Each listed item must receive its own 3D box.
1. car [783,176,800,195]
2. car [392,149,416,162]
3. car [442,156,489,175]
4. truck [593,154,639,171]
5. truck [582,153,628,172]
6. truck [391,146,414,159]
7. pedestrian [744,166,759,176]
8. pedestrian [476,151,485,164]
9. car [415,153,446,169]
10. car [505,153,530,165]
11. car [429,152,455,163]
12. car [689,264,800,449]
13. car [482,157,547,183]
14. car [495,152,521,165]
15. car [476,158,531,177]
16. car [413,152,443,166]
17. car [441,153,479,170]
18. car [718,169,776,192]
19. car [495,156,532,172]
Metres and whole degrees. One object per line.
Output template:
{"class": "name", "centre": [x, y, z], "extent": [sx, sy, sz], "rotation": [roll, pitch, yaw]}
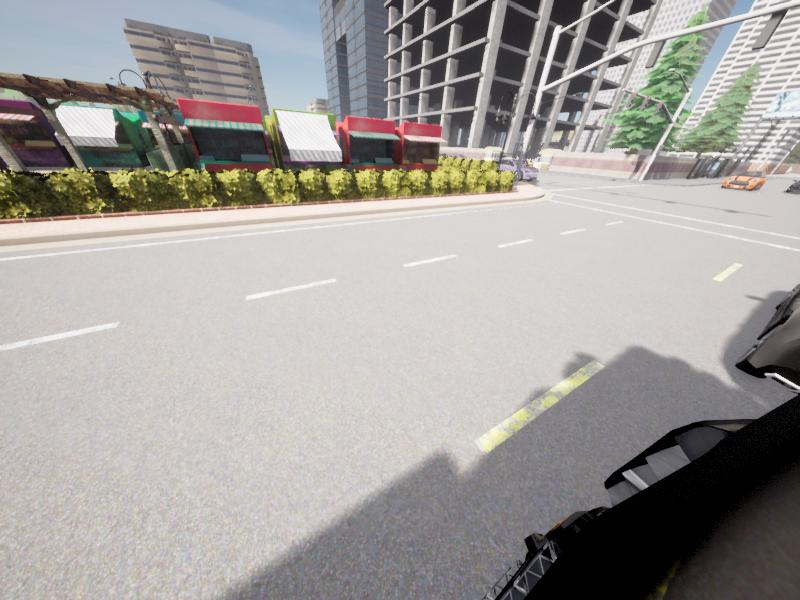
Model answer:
{"class": "car", "centre": [39.913, -11.165, 22.496], "extent": [4.892, 1.490, 1.837], "rotation": [-15, 38, -25]}
{"class": "car", "centre": [0.646, -25.802, 41.276], "extent": [1.930, 1.638, 5.238], "rotation": [-16, 38, -26]}
{"class": "car", "centre": [7.194, -15.216, 25.982], "extent": [2.163, 1.488, 4.792], "rotation": [-16, 38, -26]}
{"class": "truck", "centre": [40.803, -26.074, 43.850], "extent": [2.615, 2.467, 5.204], "rotation": [-15, 38, -25]}
{"class": "truck", "centre": [37.048, -25.041, 42.003], "extent": [2.615, 2.467, 5.204], "rotation": [-15, 38, -25]}
{"class": "truck", "centre": [0.516, -33.959, 53.139], "extent": [2.390, 2.098, 6.274], "rotation": [-16, 38, -26]}
{"class": "pedestrian", "centre": [73.221, -26.922, 48.152], "extent": [0.751, 1.860, 0.751], "rotation": [-14, 37, -24]}
{"class": "pedestrian", "centre": [14.493, -25.626, 41.563], "extent": [0.751, 1.860, 0.751], "rotation": [-5, 34, -12]}
{"class": "car", "centre": [3.964, -18.472, 30.642], "extent": [1.816, 1.474, 4.193], "rotation": [-16, 38, -26]}
{"class": "car", "centre": [23.689, -28.538, 46.709], "extent": [1.905, 1.878, 3.866], "rotation": [-15, 38, -25]}
{"class": "car", "centre": [7.670, -26.496, 42.958], "extent": [1.882, 1.535, 5.008], "rotation": [-16, 38, -26]}
{"class": "car", "centre": [6.040, 0.331, 2.549], "extent": [4.902, 1.511, 2.128], "rotation": [-15, 38, -25]}
{"class": "car", "centre": [10.364, -12.073, 21.361], "extent": [2.033, 1.649, 4.856], "rotation": [-16, 38, -25]}
{"class": "car", "centre": [21.126, -27.833, 45.449], "extent": [1.905, 1.878, 3.866], "rotation": [-15, 38, -25]}
{"class": "car", "centre": [11.399, -14.849, 25.834], "extent": [2.033, 1.411, 5.357], "rotation": [-16, 38, -26]}
{"class": "car", "centre": [4.296, -22.074, 36.042], "extent": [2.038, 1.542, 4.974], "rotation": [-16, 38, -26]}
{"class": "car", "centre": [7.860, -18.538, 30.866], "extent": [2.242, 1.667, 4.611], "rotation": [-16, 38, -26]}
{"class": "car", "centre": [35.166, -12.207, 23.427], "extent": [4.553, 1.767, 2.097], "rotation": [-15, 38, -25]}
{"class": "car", "centre": [15.489, -18.643, 31.670], "extent": [1.851, 1.617, 3.988], "rotation": [-16, 38, -26]}
